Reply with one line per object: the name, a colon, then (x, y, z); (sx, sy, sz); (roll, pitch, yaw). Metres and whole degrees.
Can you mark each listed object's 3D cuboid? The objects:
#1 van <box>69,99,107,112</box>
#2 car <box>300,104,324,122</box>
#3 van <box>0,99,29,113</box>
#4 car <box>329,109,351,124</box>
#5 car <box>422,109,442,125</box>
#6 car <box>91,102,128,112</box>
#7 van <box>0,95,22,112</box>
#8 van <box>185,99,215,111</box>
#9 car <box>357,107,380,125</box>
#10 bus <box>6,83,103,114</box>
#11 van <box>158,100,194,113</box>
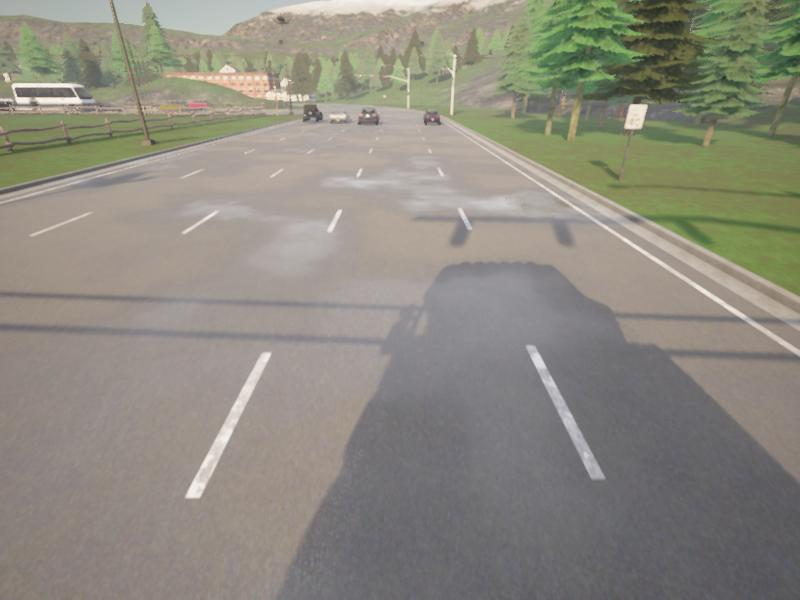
van: (-53.768, -33.558, 69.019); (4.480, 2.038, 2.069); (0, 27, -1)
car: (-10.466, -22.407, 47.876); (1.905, 1.878, 3.866); (0, 27, 0)
van: (-64.629, -31.933, 65.790); (4.480, 2.038, 2.069); (0, 27, -1)
car: (-6.961, -21.491, 46.776); (1.895, 1.301, 4.718); (0, 27, 0)
car: (3.540, -20.683, 45.092); (1.816, 1.474, 4.193); (0, 27, 0)
car: (-52.501, -34.918, 72.270); (4.792, 1.488, 2.163); (0, 27, -1)
van: (-69.329, -33.770, 68.720); (5.915, 2.561, 1.988); (0, 27, -1)
van: (-37.717, -36.778, 75.425); (4.442, 1.987, 1.775); (0, 27, -1)
car: (-3.458, -20.671, 44.802); (2.242, 1.667, 4.611); (0, 27, 0)
bus: (-53.556, -31.393, 62.397); (10.273, 4.253, 3.944); (0, 27, -1)
van: (-36.967, -31.964, 66.101); (4.442, 1.987, 1.775); (0, 27, -1)
